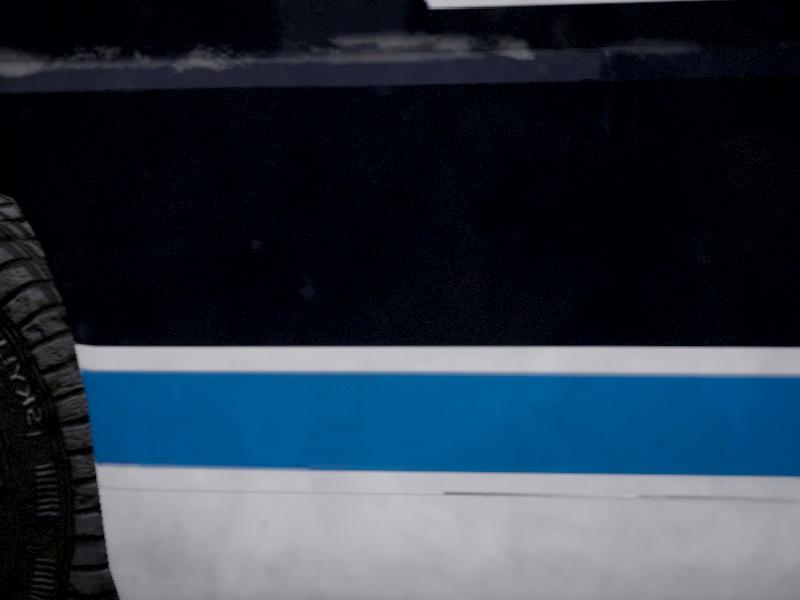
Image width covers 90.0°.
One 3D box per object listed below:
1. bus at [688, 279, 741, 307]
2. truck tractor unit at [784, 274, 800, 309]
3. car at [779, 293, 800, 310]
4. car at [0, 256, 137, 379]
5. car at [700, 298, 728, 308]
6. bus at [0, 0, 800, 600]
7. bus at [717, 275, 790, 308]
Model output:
[{"bbox_3d":[52.931,-1.053,67.743,3.944,4.253,10.273,0,0,19],"label":"bus"},{"bbox_3d":[49.991,-1.065,48.069,3.053,4.208,6.516,0,0,19],"label":"truck tractor unit"},{"bbox_3d":[45.301,0.112,45.157,1.932,1.855,4.605,0,1,19],"label":"car"},{"bbox_3d":[-7.240,0.231,6.445,4.974,1.542,2.038,0,0,10],"label":"car"},{"bbox_3d":[46.436,0.379,59.224,1.994,1.385,4.181,0,0,19],"label":"car"},{"bbox_3d":[-3.194,-1.131,2.116,10.273,4.253,3.944,0,0,2],"label":"bus"},{"bbox_3d":[48.828,-1.066,55.794,3.944,4.253,10.273,0,0,19],"label":"bus"}]
